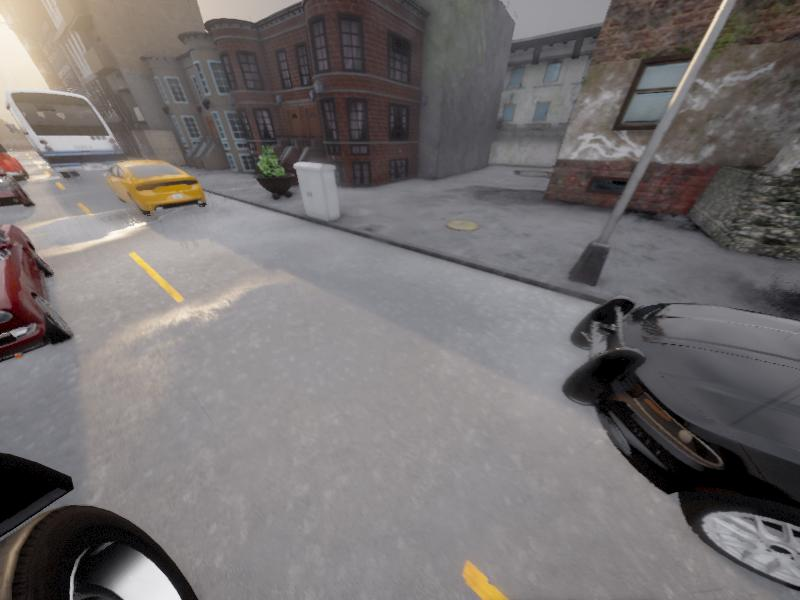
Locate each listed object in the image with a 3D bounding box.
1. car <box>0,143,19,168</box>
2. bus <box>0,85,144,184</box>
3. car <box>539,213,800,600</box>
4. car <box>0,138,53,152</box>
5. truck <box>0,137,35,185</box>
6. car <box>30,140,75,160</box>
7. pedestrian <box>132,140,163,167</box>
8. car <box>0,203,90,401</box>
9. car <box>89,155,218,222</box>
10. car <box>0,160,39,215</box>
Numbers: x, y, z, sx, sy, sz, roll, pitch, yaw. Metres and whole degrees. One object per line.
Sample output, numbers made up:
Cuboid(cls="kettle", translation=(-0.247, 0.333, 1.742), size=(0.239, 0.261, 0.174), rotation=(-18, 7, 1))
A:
Cuboid(cls="car", translation=(-34.259, -12.159, 19.212), size=(3.866, 1.878, 1.905), rotation=(23, 41, 28))
Cuboid(cls="bus", translation=(-22.869, -11.086, 15.747), size=(10.273, 4.253, 3.944), rotation=(23, 41, 28))
Cuboid(cls="car", translation=(3.899, 1.121, 0.929), size=(5.238, 1.638, 1.930), rotation=(23, 41, 28))
Cuboid(cls="car", translation=(-62.778, -26.067, 38.771), size=(2.097, 1.767, 4.553), rotation=(23, 41, 28))
Cuboid(cls="truck", translation=(-23.906, -8.057, 12.980), size=(5.204, 2.467, 2.627), rotation=(23, 41, 28))
Cuboid(cls="car", translation=(-40.685, -17.659, 27.040), size=(4.553, 1.767, 2.097), rotation=(23, 41, 28))
Cuboid(cls="pedestrian", translation=(-20.882, -12.169, 19.149), size=(0.751, 1.860, 0.751), rotation=(7, 36, 10))
Cuboid(cls="car", translation=(-6.241, -0.148, 2.940), size=(4.718, 1.301, 1.895), rotation=(23, 41, 28))
Cuboid(cls="car", translation=(-9.397, -4.419, 8.760), size=(5.008, 1.535, 1.882), rotation=(23, 41, 28))
Cuboid(cls="car", translation=(-15.530, -4.085, 8.379), size=(4.181, 1.385, 1.994), rotation=(22, 41, 28))
